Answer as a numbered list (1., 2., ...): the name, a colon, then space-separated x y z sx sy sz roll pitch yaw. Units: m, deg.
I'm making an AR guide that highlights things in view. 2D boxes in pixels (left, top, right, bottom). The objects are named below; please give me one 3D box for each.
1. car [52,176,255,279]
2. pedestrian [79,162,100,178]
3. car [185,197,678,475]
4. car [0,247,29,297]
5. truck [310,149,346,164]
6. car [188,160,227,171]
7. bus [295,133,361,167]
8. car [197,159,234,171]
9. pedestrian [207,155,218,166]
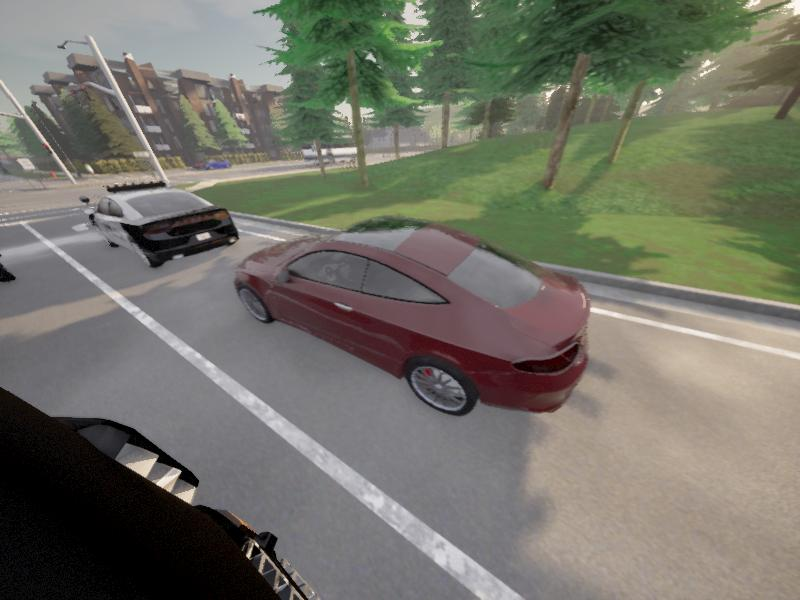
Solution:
1. car: -6.677 -2.269 6.256 5.238 1.638 1.930 17 38 26
2. pedestrian: -42.021 -17.571 31.242 0.751 1.860 0.751 13 37 22
3. car: -0.335 -0.288 3.058 4.674 1.442 1.812 17 38 26
4. car: -10.150 -0.916 4.744 4.718 1.301 1.895 17 38 26
5. truck: -13.337 -26.830 43.247 2.390 2.098 6.274 16 38 26
6. car: -33.277 -23.431 40.084 1.895 1.301 4.718 16 38 26
7. bus: -11.716 -25.630 39.392 3.944 4.253 10.273 16 38 26
8. car: -30.442 -22.435 38.246 1.816 1.474 4.193 16 38 26
9. pedestrian: -37.144 -27.614 45.793 0.751 1.860 0.751 17 38 26
